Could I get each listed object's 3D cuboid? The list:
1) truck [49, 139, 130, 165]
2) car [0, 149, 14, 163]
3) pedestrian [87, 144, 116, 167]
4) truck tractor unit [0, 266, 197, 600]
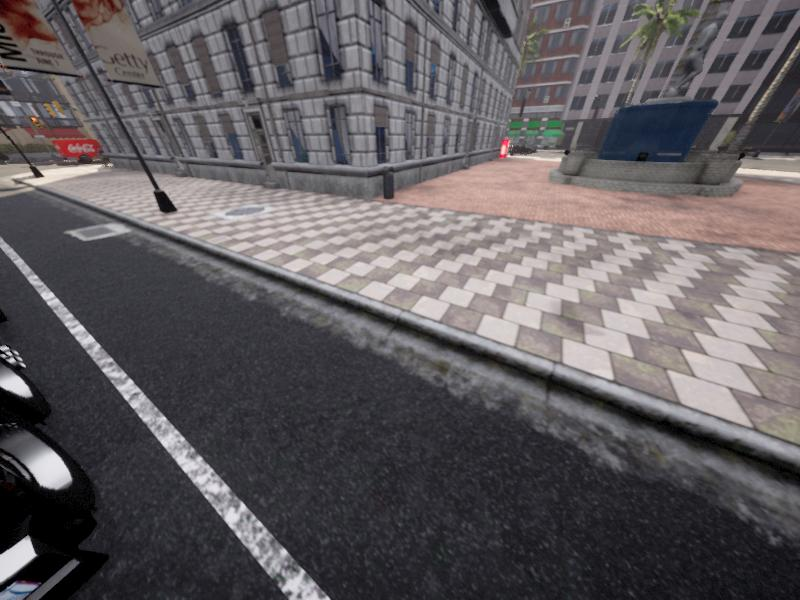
[{"bbox_3d":[-38.835,-18.785,29.140,2.627,2.467,5.204,18,39,24],"label":"truck"},{"bbox_3d":[-52.658,-17.718,28.616,1.812,1.442,4.674,18,39,24],"label":"car"},{"bbox_3d":[-28.810,-13.961,22.349,0.751,1.860,0.751,14,37,19],"label":"pedestrian"},{"bbox_3d":[-5.111,-0.302,0.771,6.516,4.208,3.053,18,39,24],"label":"truck tractor unit"}]
